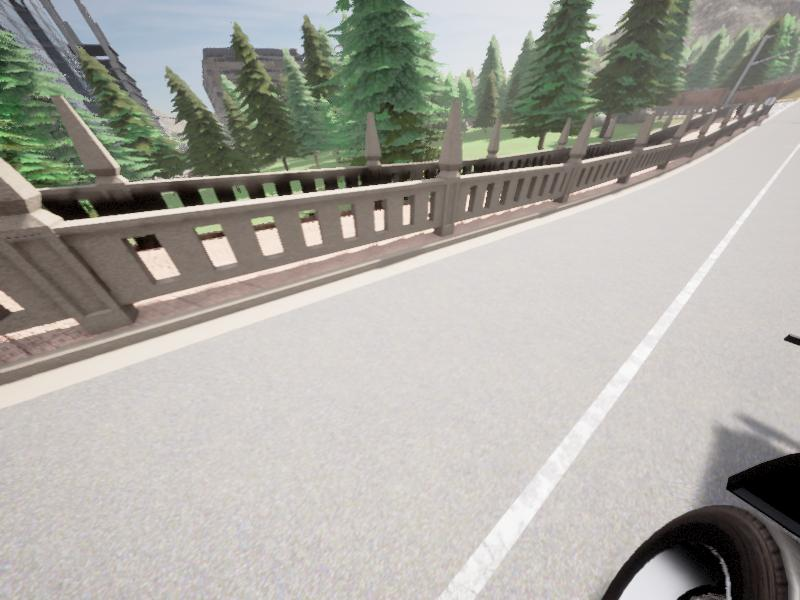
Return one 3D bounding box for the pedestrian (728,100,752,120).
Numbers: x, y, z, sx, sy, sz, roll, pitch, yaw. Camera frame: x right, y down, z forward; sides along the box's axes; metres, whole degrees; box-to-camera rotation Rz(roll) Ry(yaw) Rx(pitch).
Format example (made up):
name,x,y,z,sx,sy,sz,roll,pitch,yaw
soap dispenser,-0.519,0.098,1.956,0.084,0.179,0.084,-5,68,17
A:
name,x,y,z,sx,sy,sz,roll,pitch,yaw
pedestrian,42.254,-23.593,28.718,0.751,1.860,0.751,-26,42,-22
